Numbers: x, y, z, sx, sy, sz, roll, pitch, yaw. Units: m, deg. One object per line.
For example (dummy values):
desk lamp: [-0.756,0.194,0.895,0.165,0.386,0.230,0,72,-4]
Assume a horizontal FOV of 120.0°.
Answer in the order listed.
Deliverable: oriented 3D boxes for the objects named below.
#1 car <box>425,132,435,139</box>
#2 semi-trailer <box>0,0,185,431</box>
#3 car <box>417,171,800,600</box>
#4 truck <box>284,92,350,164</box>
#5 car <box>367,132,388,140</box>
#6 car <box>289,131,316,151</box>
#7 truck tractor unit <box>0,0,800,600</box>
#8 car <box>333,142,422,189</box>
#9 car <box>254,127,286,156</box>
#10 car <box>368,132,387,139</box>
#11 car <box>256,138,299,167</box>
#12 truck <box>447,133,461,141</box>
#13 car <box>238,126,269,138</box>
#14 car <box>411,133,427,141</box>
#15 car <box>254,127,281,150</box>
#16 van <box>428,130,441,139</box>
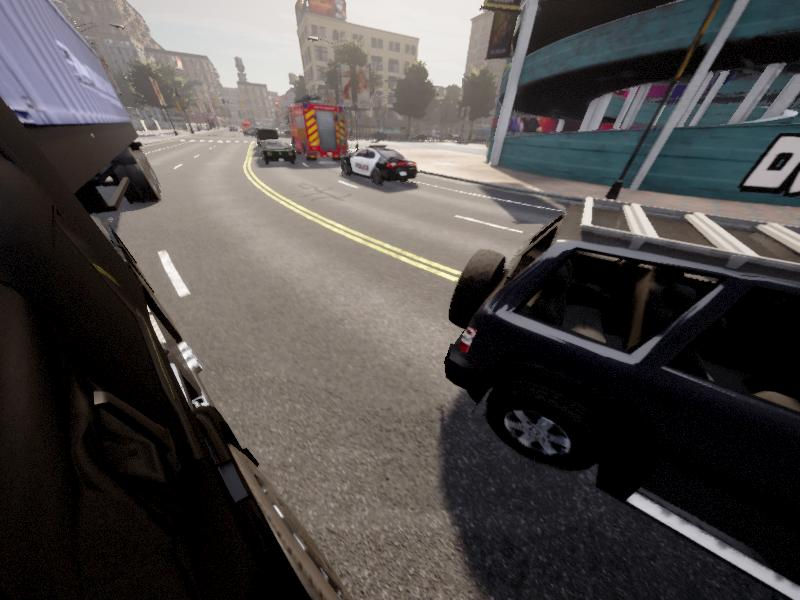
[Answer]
car: [11.691,-64.157,90.025,1.905,1.878,3.866,-15,40,-22]
semi-trailer: [-7.959,-3.999,4.871,2.717,4.402,14.254,-25,45,-32]
car: [2.648,0.610,1.451,4.605,1.855,1.932,24,42,26]
truck: [-6.952,-13.916,18.927,2.891,3.827,8.468,-16,40,-23]
car: [-5.817,-42.278,59.492,4.902,1.511,2.128,-15,40,-22]
car: [-11.108,-18.059,26.183,1.801,1.575,5.366,-15,40,-22]
truck tractor unit: [-2.645,-0.295,0.351,6.516,4.208,3.053,28,44,30]
car: [-1.353,-7.239,12.152,2.038,1.542,4.974,-24,44,-32]
car: [-11.570,-14.114,20.531,1.905,1.878,3.866,-15,40,-22]
car: [-6.088,-44.515,62.529,4.892,1.490,1.837,-15,40,-22]
car: [-8.701,-10.455,16.247,1.895,1.301,4.718,-17,40,-24]
truck: [17.914,-54.584,77.243,2.390,2.098,6.274,-1,37,-6]
car: [-27.995,-32.358,44.449,2.242,1.667,4.611,12,37,13]
car: [5.282,-45.224,64.129,3.988,1.617,1.851,-15,40,-22]
car: [-14.190,-17.317,24.714,1.905,1.878,3.866,-15,40,-23]
van: [13.847,-66.368,92.623,1.988,2.561,5.915,-15,40,-23]
